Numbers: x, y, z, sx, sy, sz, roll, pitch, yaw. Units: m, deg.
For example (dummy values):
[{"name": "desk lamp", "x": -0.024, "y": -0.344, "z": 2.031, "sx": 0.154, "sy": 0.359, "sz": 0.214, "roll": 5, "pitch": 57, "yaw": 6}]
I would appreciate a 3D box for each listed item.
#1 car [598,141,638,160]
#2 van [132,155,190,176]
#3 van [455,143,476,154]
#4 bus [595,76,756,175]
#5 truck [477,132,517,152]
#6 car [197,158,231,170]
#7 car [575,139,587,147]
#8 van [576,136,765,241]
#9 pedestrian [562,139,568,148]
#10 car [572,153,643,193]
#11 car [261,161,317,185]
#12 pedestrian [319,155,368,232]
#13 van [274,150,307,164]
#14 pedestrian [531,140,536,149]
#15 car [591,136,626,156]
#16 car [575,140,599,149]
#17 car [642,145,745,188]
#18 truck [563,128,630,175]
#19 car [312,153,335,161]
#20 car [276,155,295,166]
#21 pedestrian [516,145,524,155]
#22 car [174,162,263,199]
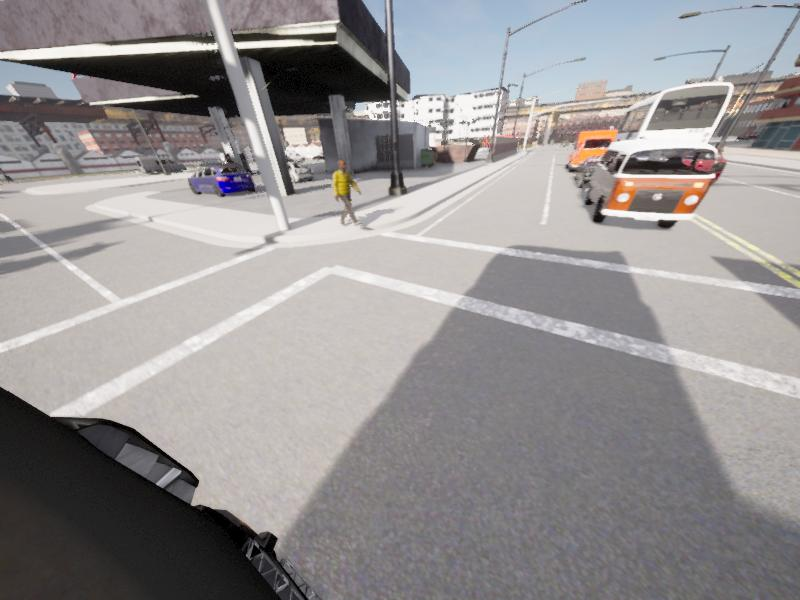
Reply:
[{"name": "car", "x": 23.753, "y": -16.449, "z": 25.373, "sx": 2.038, "sy": 1.542, "sz": 4.974, "roll": 14, "pitch": 37, "yaw": 24}, {"name": "van", "x": -39.756, "y": -22.577, "z": 38.687, "sx": 1.988, "sy": 2.561, "sz": 5.915, "roll": 16, "pitch": 38, "yaw": 26}, {"name": "van", "x": 16.266, "y": -37.578, "z": 57.223, "sx": 4.480, "sy": 2.038, "sz": 2.069, "roll": 16, "pitch": 38, "yaw": 26}, {"name": "bus", "x": 18.104, "y": -12.107, "z": 16.847, "sx": 3.944, "sy": 4.253, "sz": 10.273, "roll": 15, "pitch": 38, "yaw": 25}, {"name": "truck", "x": 24.679, "y": -40.402, "z": 59.174, "sx": 8.468, "sy": 3.827, "sz": 2.891, "roll": 16, "pitch": 38, "yaw": 26}, {"name": "car", "x": -37.912, "y": -27.908, "z": 47.215, "sx": 2.097, "sy": 1.767, "sz": 4.553, "roll": 17, "pitch": 38, "yaw": 27}, {"name": "car", "x": 48.587, "y": -42.285, "z": 62.174, "sx": 1.801, "sy": 1.575, "sz": 5.366, "roll": 15, "pitch": 38, "yaw": 25}, {"name": "van", "x": 7.083, "y": -3.609, "z": 6.960, "sx": 2.069, "sy": 2.038, "sz": 4.480, "roll": 15, "pitch": 38, "yaw": 25}, {"name": "pedestrian", "x": 42.888, "y": -40.885, "z": 60.193, "sx": 0.751, "sy": 1.860, "sz": 0.751, "roll": 18, "pitch": 39, "yaw": 29}, {"name": "car", "x": 10.501, "y": -6.767, "z": 12.102, "sx": 1.895, "sy": 1.301, "sz": 4.718, "roll": 15, "pitch": 38, "yaw": 25}, {"name": "car", "x": -9.122, "y": -10.484, "z": 18.973, "sx": 3.806, "sy": 1.475, "sz": 1.970, "roll": 16, "pitch": 38, "yaw": 26}, {"name": "pedestrian", "x": -1.565, "y": -3.018, "z": 6.601, "sx": 0.751, "sy": 1.860, "sz": 0.751, "roll": 24, "pitch": 42, "yaw": 34}, {"name": "van", "x": -25.832, "y": -33.867, "z": 54.623, "sx": 6.366, "sy": 2.431, "sz": 2.351, "roll": -24, "pitch": 39, "yaw": -28}, {"name": "pedestrian", "x": 35.158, "y": -40.836, "z": 60.735, "sx": 0.751, "sy": 1.860, "sz": 0.751, "roll": 16, "pitch": 38, "yaw": 26}, {"name": "car", "x": 27.630, "y": -20.635, "z": 30.883, "sx": 2.150, "sy": 2.045, "sz": 5.566, "roll": 14, "pitch": 37, "yaw": 24}, {"name": "car", "x": 41.259, "y": -34.359, "z": 50.993, "sx": 3.806, "sy": 1.475, "sz": 1.970, "roll": 19, "pitch": 39, "yaw": 29}, {"name": "car", "x": 14.262, "y": -6.768, "z": 11.593, "sx": 1.845, "sy": 1.501, "sz": 3.633, "roll": 15, "pitch": 38, "yaw": 25}, {"name": "truck", "x": 14.022, "y": -10.924, "z": 17.003, "sx": 2.627, "sy": 2.467, "sz": 5.204, "roll": 15, "pitch": 38, "yaw": 25}, {"name": "car", "x": -20.072, "y": -37.720, "z": 60.878, "sx": 5.357, "sy": 1.411, "sz": 2.033, "roll": -14, "pitch": 35, "yaw": -16}, {"name": "car", "x": -23.949, "y": -29.380, "z": 48.458, "sx": 1.930, "sy": 1.638, "sz": 5.238, "roll": -6, "pitch": 34, "yaw": -4}, {"name": "pedestrian", "x": 18.647, "y": -23.275, "z": 35.914, "sx": 0.751, "sy": 1.300, "sz": 0.751, "roll": 18, "pitch": 39, "yaw": 28}, {"name": "car", "x": -11.340, "y": -7.567, "z": 14.480, "sx": 4.611, "sy": 1.667, "sz": 2.242, "roll": 16, "pitch": 38, "yaw": 26}]
